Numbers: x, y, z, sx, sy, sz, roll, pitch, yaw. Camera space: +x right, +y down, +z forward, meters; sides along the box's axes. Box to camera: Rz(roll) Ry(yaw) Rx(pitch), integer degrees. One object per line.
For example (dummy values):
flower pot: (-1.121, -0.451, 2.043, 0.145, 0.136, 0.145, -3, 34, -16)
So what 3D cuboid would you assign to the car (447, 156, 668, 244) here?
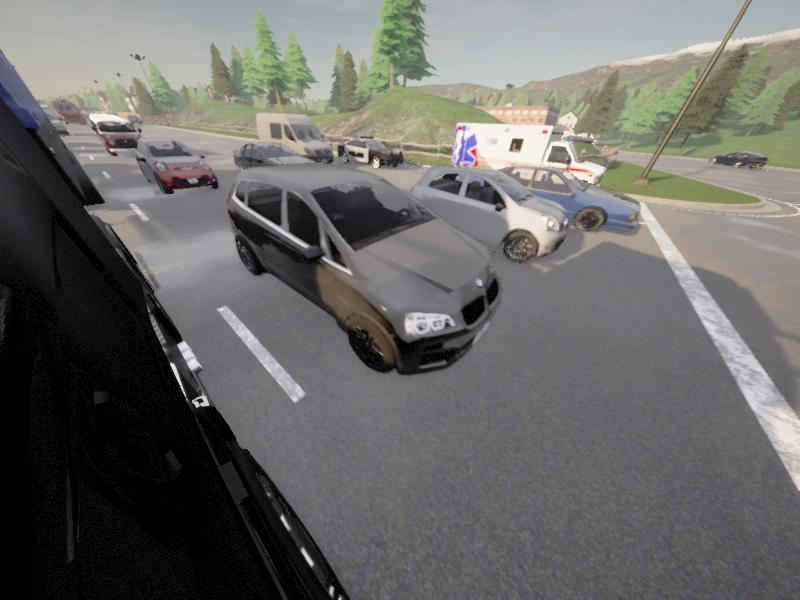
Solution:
car: (4.502, -3.551, 7.525, 5.357, 1.411, 2.033, 27, 43, 29)

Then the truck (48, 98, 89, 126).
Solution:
truck: (-64.153, -36.295, 44.694, 8.468, 3.827, 2.891, 29, 44, 30)

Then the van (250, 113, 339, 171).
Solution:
van: (-6.621, -10.015, 14.470, 5.915, 2.561, 1.988, 28, 44, 30)

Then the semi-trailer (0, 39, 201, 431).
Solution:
semi-trailer: (-8.675, -3.624, 4.245, 14.254, 4.402, 2.717, 28, 44, 30)

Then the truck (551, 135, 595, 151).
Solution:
truck: (32.386, -29.572, 43.469, 2.390, 2.098, 6.274, -9, 38, -16)

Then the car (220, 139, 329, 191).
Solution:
car: (-5.862, -6.386, 10.631, 5.357, 1.411, 2.033, 29, 44, 30)

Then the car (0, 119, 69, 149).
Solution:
car: (-26.938, -12.353, 17.143, 4.792, 1.488, 2.163, 29, 44, 30)

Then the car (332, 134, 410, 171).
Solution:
car: (-2.036, -9.926, 15.396, 5.238, 1.638, 1.930, 28, 44, 30)

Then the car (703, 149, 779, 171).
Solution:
car: (37.593, -15.653, 25.745, 1.837, 1.490, 4.892, 8, 37, 5)

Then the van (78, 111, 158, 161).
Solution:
van: (-17.935, -10.470, 14.715, 4.480, 2.038, 2.069, 31, 45, 28)

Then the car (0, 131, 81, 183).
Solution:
car: (-15.603, -6.128, 9.696, 4.181, 1.385, 1.994, 28, 44, 30)

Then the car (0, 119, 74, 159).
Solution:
car: (-21.957, -9.707, 13.820, 5.027, 1.651, 2.152, 28, 44, 30)

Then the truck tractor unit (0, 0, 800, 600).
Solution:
truck tractor unit: (-2.645, -0.295, 0.352, 6.516, 4.208, 3.053, 28, 44, 30)

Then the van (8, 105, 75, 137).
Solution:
van: (-37.984, -18.993, 24.489, 6.366, 2.431, 2.351, 23, 41, 25)

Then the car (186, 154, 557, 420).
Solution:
car: (-0.767, -0.980, 3.521, 4.611, 1.667, 2.242, 28, 44, 30)

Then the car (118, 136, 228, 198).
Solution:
car: (-8.433, -5.077, 8.604, 3.633, 1.501, 1.845, 28, 44, 30)

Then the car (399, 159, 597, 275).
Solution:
car: (2.002, -2.212, 5.464, 3.633, 1.501, 1.845, 27, 43, 29)

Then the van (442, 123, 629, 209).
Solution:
van: (5.426, -6.229, 10.295, 6.366, 2.431, 2.351, 27, 43, 29)
